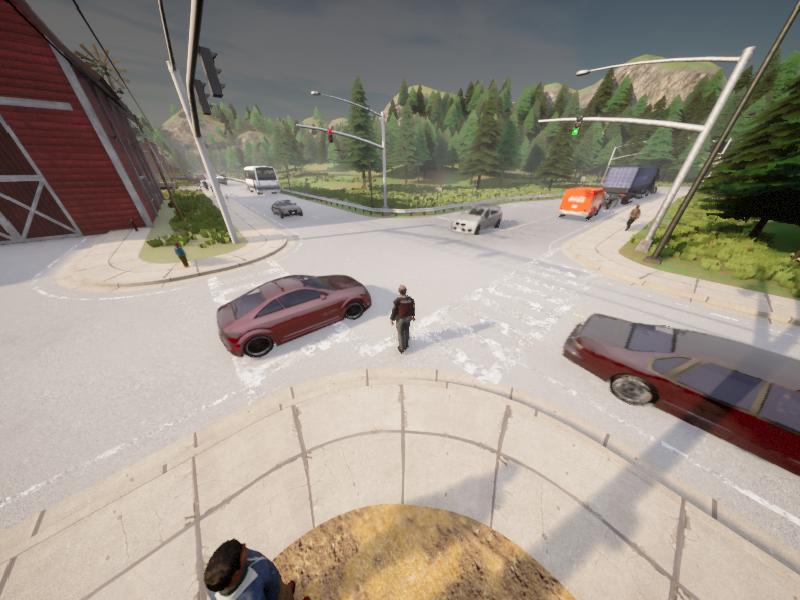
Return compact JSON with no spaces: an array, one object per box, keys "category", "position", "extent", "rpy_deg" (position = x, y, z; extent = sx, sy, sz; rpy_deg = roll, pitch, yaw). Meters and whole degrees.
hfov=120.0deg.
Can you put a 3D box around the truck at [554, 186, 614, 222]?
[{"category":"truck","position":[17.227,-9.115,21.613],"extent":[5.204,2.467,2.627],"rpy_deg":[-23,37,-34]}]

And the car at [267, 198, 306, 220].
[{"category":"car","position":[-11.084,-8.948,22.479],"extent":[1.994,1.385,4.181],"rpy_deg":[-22,37,-33]}]

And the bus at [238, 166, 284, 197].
[{"category":"bus","position":[-24.512,-20.990,40.454],"extent":[3.944,4.253,10.273],"rpy_deg":[-22,37,-33]}]

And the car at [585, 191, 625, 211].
[{"category":"car","position":[23.813,-11.547,26.811],"extent":[4.902,1.511,2.128],"rpy_deg":[-23,37,-33]}]

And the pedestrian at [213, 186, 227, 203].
[{"category":"pedestrian","position":[-22.914,-13.451,29.432],"extent":[0.751,1.860,0.751],"rpy_deg":[-15,33,-24]}]

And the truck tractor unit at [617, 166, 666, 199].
[{"category":"truck tractor unit","position":[37.249,-18.213,35.650],"extent":[6.516,4.208,3.053],"rpy_deg":[-22,37,-33]}]

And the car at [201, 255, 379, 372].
[{"category":"car","position":[-2.963,0.034,6.875],"extent":[4.181,1.385,1.994],"rpy_deg":[-22,37,-33]}]

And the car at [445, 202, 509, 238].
[{"category":"car","position":[5.798,-6.122,17.239],"extent":[4.611,1.667,2.242],"rpy_deg":[-25,38,-36]}]

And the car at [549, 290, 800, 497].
[{"category":"car","position":[6.134,1.668,4.065],"extent":[2.033,1.411,5.357],"rpy_deg":[-25,38,-36]}]

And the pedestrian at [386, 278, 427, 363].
[{"category":"pedestrian","position":[0.116,0.499,5.541],"extent":[0.751,1.860,0.751],"rpy_deg":[-5,30,-9]}]

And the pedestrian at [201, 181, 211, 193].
[{"category":"pedestrian","position":[-34.393,-20.105,40.958],"extent":[0.751,1.860,0.751],"rpy_deg":[-22,37,-33]}]

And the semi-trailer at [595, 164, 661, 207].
[{"category":"semi-trailer","position":[31.131,-15.801,31.242],"extent":[14.254,4.402,2.717],"rpy_deg":[-22,37,-34]}]

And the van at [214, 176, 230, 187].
[{"category":"van","position":[-42.956,-28.562,55.768],"extent":[2.069,2.038,4.480],"rpy_deg":[-22,38,-33]}]

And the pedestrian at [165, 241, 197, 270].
[{"category":"pedestrian","position":[-9.681,-1.971,10.255],"extent":[0.500,1.100,0.500],"rpy_deg":[9,31,15]}]

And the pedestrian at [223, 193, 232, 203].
[{"category":"pedestrian","position":[-22.071,-13.078,29.546],"extent":[0.500,1.100,0.500],"rpy_deg":[13,33,22]}]

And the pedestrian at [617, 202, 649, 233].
[{"category":"pedestrian","position":[15.942,-5.630,15.833],"extent":[0.751,1.860,0.751],"rpy_deg":[-18,34,-28]}]
